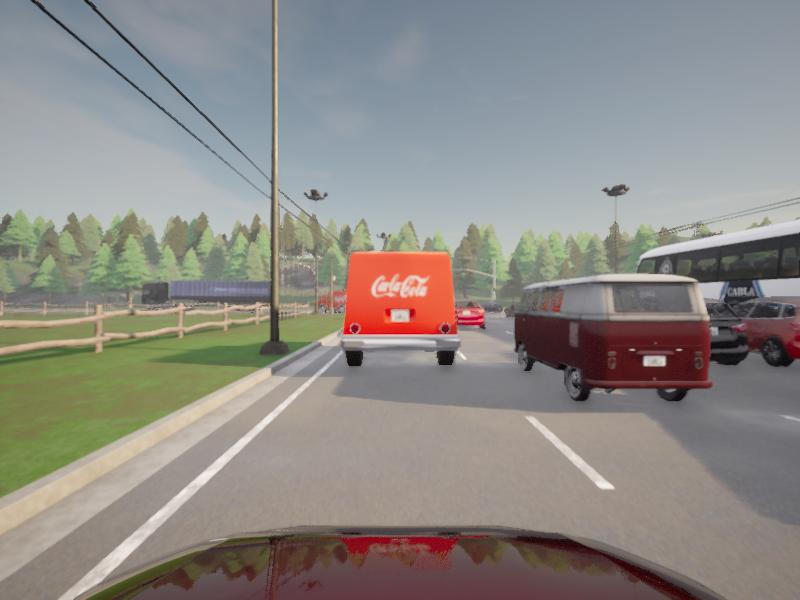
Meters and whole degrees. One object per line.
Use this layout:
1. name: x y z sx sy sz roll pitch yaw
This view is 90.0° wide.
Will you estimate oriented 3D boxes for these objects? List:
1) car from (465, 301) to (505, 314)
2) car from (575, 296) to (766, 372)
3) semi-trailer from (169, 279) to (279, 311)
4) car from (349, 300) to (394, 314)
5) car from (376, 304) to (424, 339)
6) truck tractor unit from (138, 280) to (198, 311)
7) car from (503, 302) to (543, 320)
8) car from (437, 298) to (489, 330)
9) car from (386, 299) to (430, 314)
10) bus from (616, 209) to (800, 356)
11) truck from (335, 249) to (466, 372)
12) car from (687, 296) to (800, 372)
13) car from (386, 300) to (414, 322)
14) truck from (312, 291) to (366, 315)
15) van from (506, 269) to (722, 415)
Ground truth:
1. car: 9.892 0.829 46.758 1.812 1.442 4.674 0 0 -32
2. car: 6.961 0.747 11.121 2.242 1.667 4.611 0 0 1
3. semi-trailer: -24.536 -0.675 56.136 14.254 4.402 2.717 0 0 0
4. car: -3.268 0.783 45.271 5.008 1.535 1.882 0 -1 33
5. car: 0.001 0.892 18.522 1.994 1.385 4.181 0 0 0
6. truck tractor unit: -32.456 -0.591 56.151 6.516 4.208 3.053 0 1 0
7. car: 10.345 0.877 33.974 1.994 1.385 4.181 0 0 -2
8. car: 3.503 0.735 23.123 2.242 1.667 4.611 0 0 0
9. car: 0.895 0.740 46.604 5.027 1.651 2.152 0 0 42
10. bus: 13.695 -0.546 16.681 3.944 4.253 10.273 0 0 1
11. truck: 0.002 0.315 10.635 2.627 2.467 5.204 0 -2 0
12. car: 10.218 0.747 10.799 2.242 1.667 4.611 0 0 10
13. car: -0.098 0.801 31.298 2.007 1.525 4.514 0 0 -2
14. truck: -6.575 0.321 43.185 5.204 2.467 2.627 0 0 26
15. van: 3.501 0.589 7.673 1.775 1.987 4.442 0 0 0
